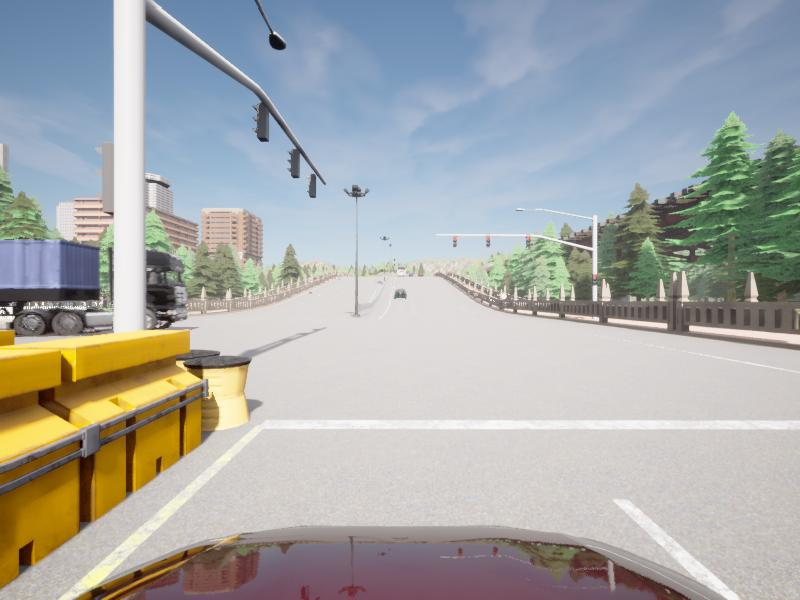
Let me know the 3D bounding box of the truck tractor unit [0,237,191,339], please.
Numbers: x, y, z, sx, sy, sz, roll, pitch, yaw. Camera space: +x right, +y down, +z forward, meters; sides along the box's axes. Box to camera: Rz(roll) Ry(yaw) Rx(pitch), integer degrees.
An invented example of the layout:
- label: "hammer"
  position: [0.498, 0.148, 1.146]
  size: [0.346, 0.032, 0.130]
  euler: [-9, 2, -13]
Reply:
- label: "truck tractor unit"
  position: [-13.771, -0.526, 18.732]
  size: [6.516, 4.208, 3.053]
  euler: [0, 0, -14]

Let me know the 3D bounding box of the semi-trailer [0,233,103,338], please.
- label: "semi-trailer"
  position: [-21.606, -0.624, 17.768]
  size: [14.254, 4.402, 2.717]
  euler: [0, 0, -5]
